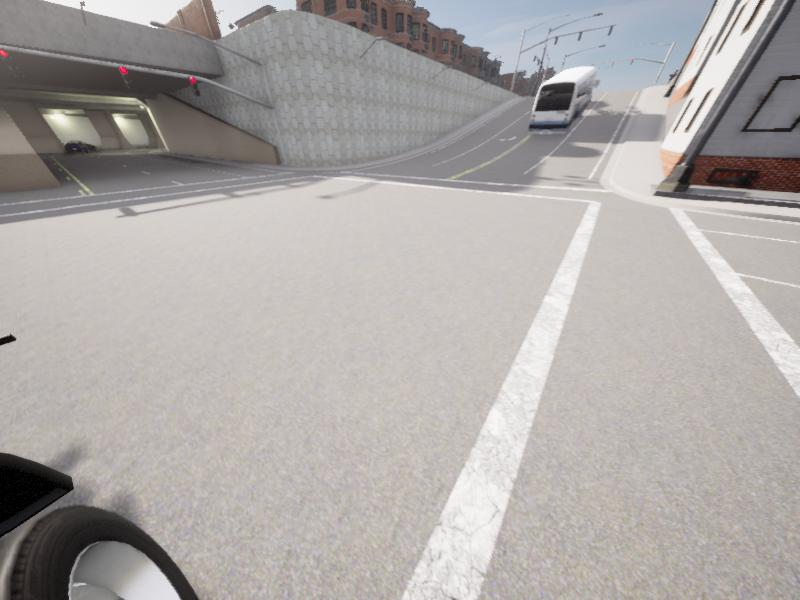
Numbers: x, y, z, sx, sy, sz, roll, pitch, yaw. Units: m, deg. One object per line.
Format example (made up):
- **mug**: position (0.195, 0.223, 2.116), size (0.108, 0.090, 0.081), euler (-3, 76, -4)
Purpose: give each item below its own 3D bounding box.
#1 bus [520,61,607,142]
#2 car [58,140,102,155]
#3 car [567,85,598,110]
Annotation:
- **bus**: position (16.443, -19.975, 23.187), size (3.944, 4.253, 10.273), euler (25, 56, 30)
- **car**: position (-48.586, -23.318, 35.240), size (2.152, 1.651, 5.027), euler (-19, 40, -25)
- **car**: position (23.191, -25.690, 29.284), size (1.801, 1.575, 5.366), euler (25, 55, 30)
